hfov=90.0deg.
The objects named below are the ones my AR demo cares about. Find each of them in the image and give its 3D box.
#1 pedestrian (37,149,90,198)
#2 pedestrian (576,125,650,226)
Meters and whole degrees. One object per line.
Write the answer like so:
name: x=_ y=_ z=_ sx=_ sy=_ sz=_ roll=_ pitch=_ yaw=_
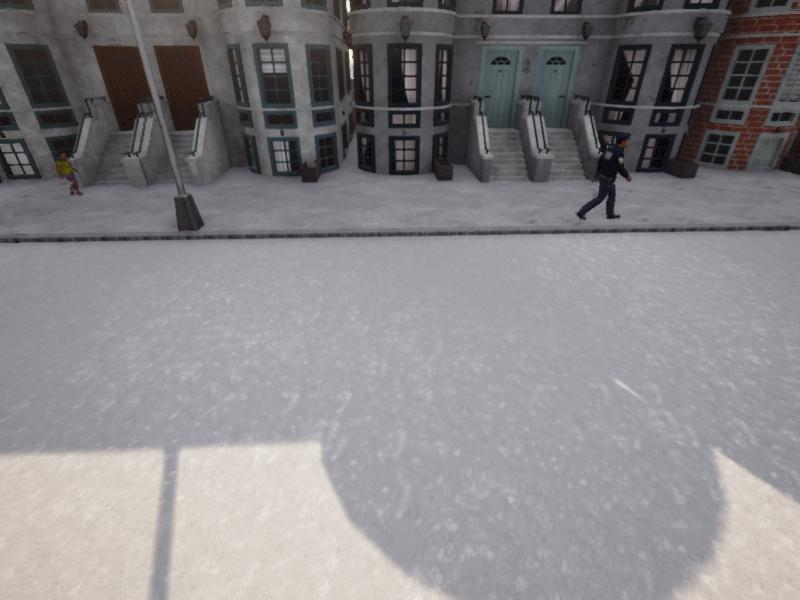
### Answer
pedestrian: x=-8.488 y=-3.191 z=10.130 sx=0.500 sy=1.100 sz=0.500 roll=-1 pitch=30 yaw=-1
pedestrian: x=4.344 y=-2.571 z=8.300 sx=0.751 sy=1.860 sz=0.751 roll=3 pitch=30 yaw=5
